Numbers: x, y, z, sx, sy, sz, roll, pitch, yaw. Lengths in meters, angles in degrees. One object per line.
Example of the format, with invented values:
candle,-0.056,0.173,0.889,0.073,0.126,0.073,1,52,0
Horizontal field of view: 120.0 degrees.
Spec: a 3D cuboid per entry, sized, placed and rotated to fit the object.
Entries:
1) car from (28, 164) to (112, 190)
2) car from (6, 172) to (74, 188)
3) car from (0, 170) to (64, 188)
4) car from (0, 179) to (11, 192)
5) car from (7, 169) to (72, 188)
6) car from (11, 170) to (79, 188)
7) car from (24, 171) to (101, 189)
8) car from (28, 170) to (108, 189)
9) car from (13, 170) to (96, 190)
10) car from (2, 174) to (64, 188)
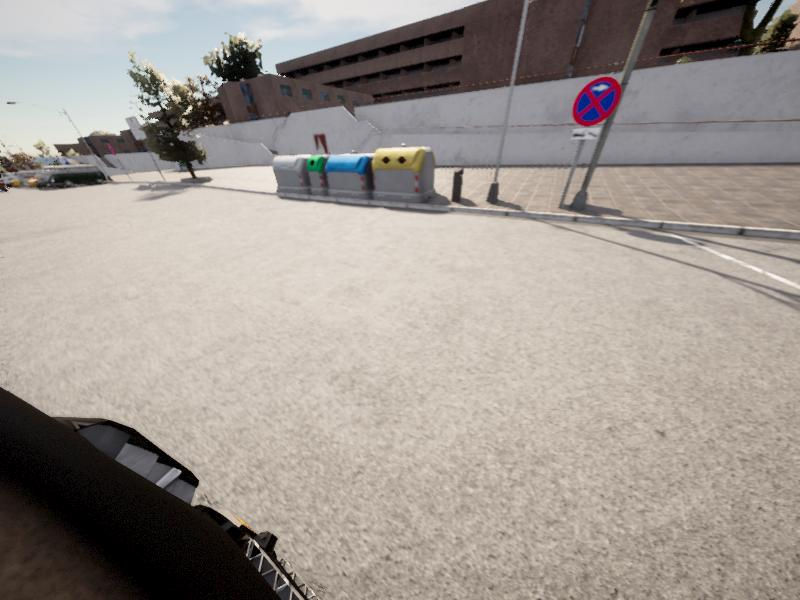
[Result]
car,-34.723,-13.179,24.581,1.878,1.987,4.442,3,33,10
car,-55.244,-18.551,35.679,1.946,1.575,5.366,2,33,10
car,-63.001,-20.692,39.443,2.435,2.045,5.566,2,33,11
car,-45.390,-12.674,25.458,3.633,1.501,1.845,15,37,27
car,-52.728,-17.903,33.968,1.878,1.987,4.442,3,33,10
car,-50.126,-17.222,32.803,2.185,1.767,4.553,3,33,10
car,-39.832,-14.368,27.503,2.002,1.452,4.674,3,33,10
car,-37.268,-13.690,26.159,2.002,1.452,4.674,3,33,10
car,-42.440,-14.979,28.666,1.946,1.575,5.366,3,33,10
car,-60.412,-19.798,38.213,2.097,1.535,5.008,3,33,10
